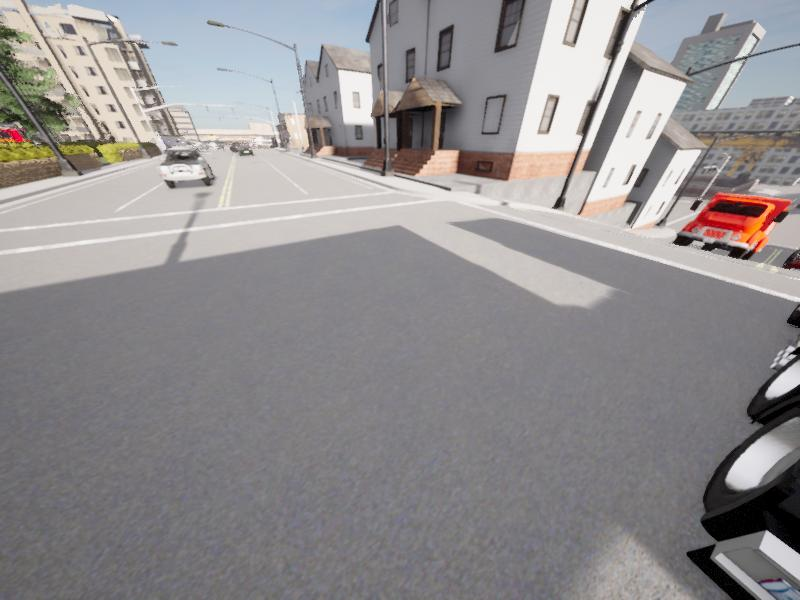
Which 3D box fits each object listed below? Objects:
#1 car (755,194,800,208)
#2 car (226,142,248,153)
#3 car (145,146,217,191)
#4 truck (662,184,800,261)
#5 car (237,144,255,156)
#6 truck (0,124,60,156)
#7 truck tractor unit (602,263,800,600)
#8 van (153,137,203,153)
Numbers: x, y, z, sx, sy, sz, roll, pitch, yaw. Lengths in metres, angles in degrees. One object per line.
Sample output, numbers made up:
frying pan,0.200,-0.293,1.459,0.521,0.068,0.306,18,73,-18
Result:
car,73.219,-19.223,44.798,2.038,1.542,4.974,8,36,11
car,-31.930,-29.860,45.257,3.988,1.617,1.851,27,43,33
car,-12.397,-7.813,13.494,1.932,1.855,4.605,-18,39,-24
truck,15.664,-3.514,10.969,5.204,2.467,2.627,-6,32,-32
car,-25.450,-24.793,38.109,2.038,1.542,4.974,-18,39,-24
truck,-60.575,-24.440,35.320,8.468,3.827,2.891,-17,39,-24
truck tractor unit,5.115,-0.293,0.797,6.516,4.208,3.053,-18,39,-24
van,-42.205,-29.641,44.155,6.366,2.431,2.351,-26,43,-33
